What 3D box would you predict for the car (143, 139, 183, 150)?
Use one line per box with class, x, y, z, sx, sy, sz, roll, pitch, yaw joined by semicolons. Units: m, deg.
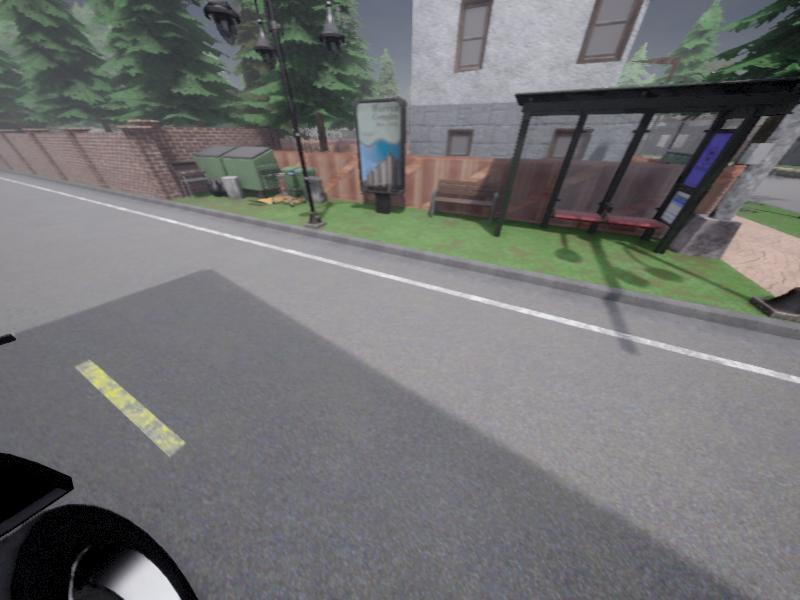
car;-43.023;-28.395;42.056;1.812;1.442;4.674;16;38;21
